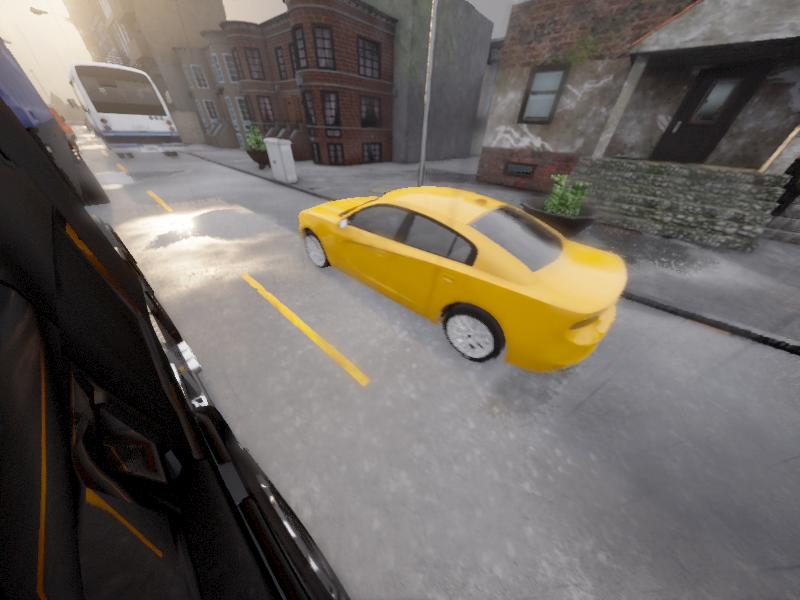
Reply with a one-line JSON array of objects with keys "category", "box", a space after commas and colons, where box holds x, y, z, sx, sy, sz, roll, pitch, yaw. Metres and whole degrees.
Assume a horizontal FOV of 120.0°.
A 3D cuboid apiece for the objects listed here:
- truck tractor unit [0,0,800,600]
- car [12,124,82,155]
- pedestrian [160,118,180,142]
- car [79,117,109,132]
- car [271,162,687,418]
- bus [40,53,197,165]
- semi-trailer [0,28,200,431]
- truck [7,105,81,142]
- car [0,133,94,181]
[{"category": "truck tractor unit", "box": [-2.645, -0.295, 0.351, 6.516, 4.208, 3.053, 28, 44, 30]}, {"category": "car", "box": [-23.445, -10.819, 15.502, 4.181, 1.385, 1.994, 29, 44, 31]}, {"category": "pedestrian", "box": [-23.166, -17.101, 23.283, 0.751, 1.860, 0.751, -29, 47, -35]}, {"category": "car", "box": [-46.030, -26.444, 34.757, 4.856, 1.649, 2.033, 29, 44, 31]}, {"category": "car", "box": [0.321, -0.927, 3.617, 5.008, 1.535, 1.882, 29, 44, 31]}, {"category": "bus", "box": [-18.283, -12.130, 15.175, 10.273, 4.253, 3.944, 30, 45, 31]}, {"category": "semi-trailer", "box": [-8.627, -3.651, 4.299, 14.254, 4.402, 2.717, 29, 44, 31]}, {"category": "truck", "box": [-32.861, -16.454, 21.508, 5.204, 2.467, 2.627, 30, 44, 30]}, {"category": "car", "box": [-15.642, -6.486, 10.257, 4.718, 1.301, 1.895, 29, 44, 31]}]
